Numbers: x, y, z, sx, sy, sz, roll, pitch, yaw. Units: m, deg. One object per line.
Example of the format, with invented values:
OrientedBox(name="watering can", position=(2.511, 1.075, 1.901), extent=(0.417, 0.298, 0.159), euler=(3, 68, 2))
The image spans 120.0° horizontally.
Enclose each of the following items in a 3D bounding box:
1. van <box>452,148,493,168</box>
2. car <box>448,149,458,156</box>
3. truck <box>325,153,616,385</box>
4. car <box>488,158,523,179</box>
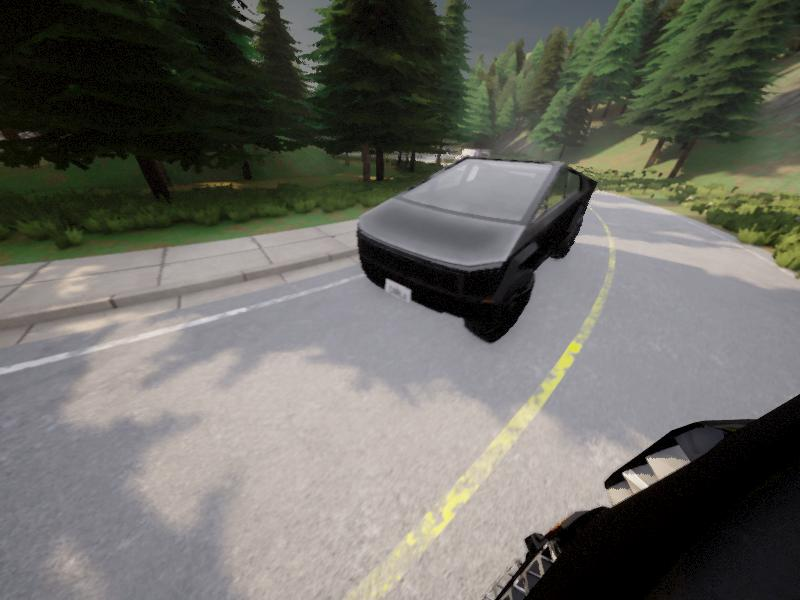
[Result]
OrientedBox(name="van", position=(11.642, -23.259, 37.790), extent=(2.351, 2.431, 6.366), euler=(-13, 37, -23))
OrientedBox(name="car", position=(15.263, -42.618, 66.613), extent=(1.994, 1.385, 4.181), euler=(3, 38, 0))
OrientedBox(name="truck", position=(2.053, -1.611, 4.656), extent=(2.390, 2.098, 6.274), euler=(28, 41, 33))
OrientedBox(name="car", position=(11.088, -14.087, 24.685), extent=(1.882, 1.535, 5.008), euler=(5, 34, 3))
